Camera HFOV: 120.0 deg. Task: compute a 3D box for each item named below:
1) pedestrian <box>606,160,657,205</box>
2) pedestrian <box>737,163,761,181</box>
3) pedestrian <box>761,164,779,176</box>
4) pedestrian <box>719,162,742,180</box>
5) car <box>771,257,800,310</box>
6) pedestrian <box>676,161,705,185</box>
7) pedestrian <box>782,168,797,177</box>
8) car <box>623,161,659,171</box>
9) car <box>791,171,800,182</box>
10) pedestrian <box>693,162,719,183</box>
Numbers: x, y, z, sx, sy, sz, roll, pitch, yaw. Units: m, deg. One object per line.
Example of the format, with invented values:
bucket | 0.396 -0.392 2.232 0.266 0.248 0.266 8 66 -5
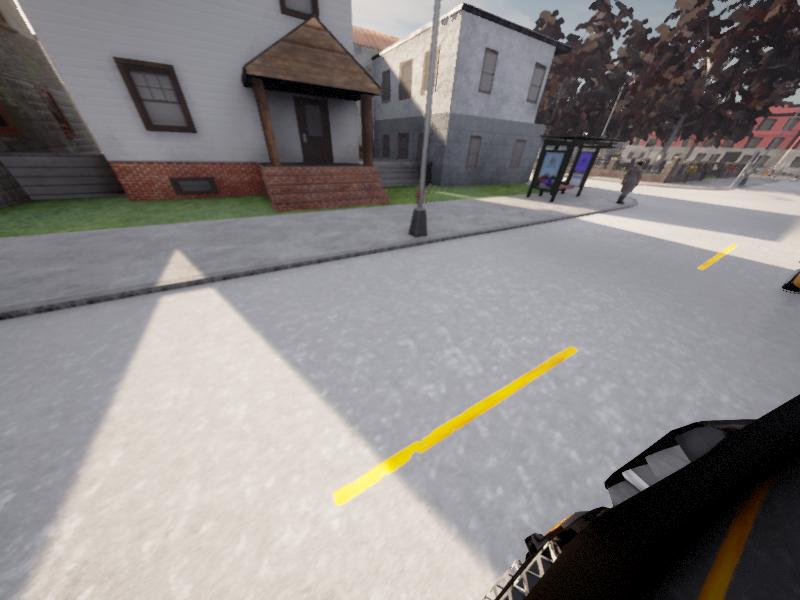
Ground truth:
pedestrian | 11.190 -5.699 11.228 0.751 1.860 0.751 -1 34 -6
pedestrian | 43.701 -16.018 28.927 0.751 1.860 0.751 -14 37 -23
pedestrian | 65.644 -23.071 40.984 0.751 1.860 0.751 26 40 31
pedestrian | 41.481 -16.190 29.027 0.751 1.860 0.751 -16 38 -26
car | 9.649 -0.783 4.342 5.008 1.535 1.882 -16 38 -26
pedestrian | 27.089 -11.858 21.560 0.751 1.860 0.751 -17 39 -27
pedestrian | 67.967 -22.190 40.338 0.751 1.300 0.751 -23 42 -33
car | 51.739 -28.888 49.678 2.128 1.511 4.902 -16 38 -26
car | 65.743 -19.436 36.460 1.789 1.549 3.705 -16 38 -26
pedestrian | 31.998 -13.388 24.186 0.751 1.860 0.751 -18 39 -27
